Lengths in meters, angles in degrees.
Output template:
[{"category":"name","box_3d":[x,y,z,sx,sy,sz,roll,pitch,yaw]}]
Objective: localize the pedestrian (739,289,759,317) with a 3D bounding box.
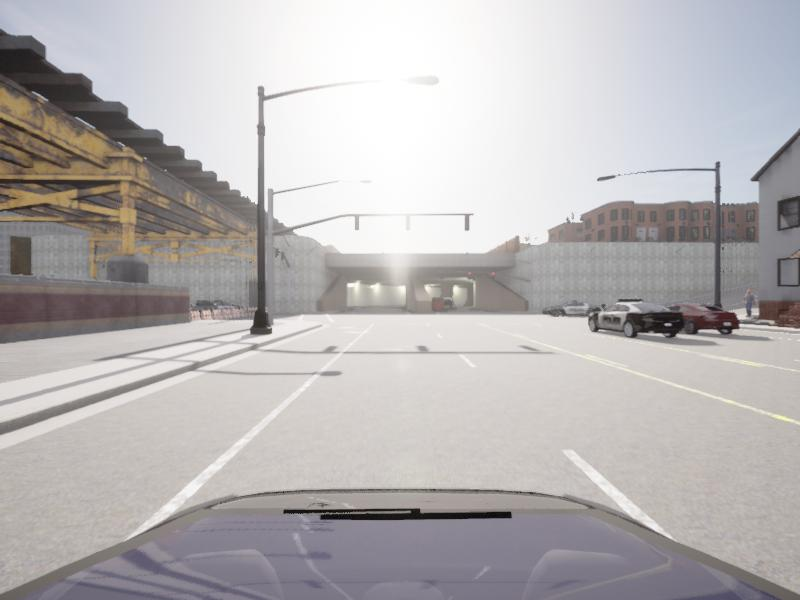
[{"category":"pedestrian","box_3d":[23.497,0.218,26.913,0.751,1.860,0.751,0,0,-18]}]

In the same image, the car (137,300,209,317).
[{"category":"car","box_3d":[-17.704,0.649,31.331,1.853,1.218,4.536,0,0,44]}]

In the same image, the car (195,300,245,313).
[{"category":"car","box_3d":[-18.494,0.652,41.297,1.853,1.218,4.536,0,0,29]}]

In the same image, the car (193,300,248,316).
[{"category":"car","box_3d":[-18.469,0.810,41.343,2.038,1.542,4.974,0,0,29]}]

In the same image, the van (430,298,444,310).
[{"category":"van","box_3d":[6.020,0.620,65.522,1.775,1.987,4.442,0,0,-1]}]

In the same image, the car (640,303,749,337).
[{"category":"car","box_3d":[14.116,0.876,19.612,1.812,1.442,4.674,0,0,-1]}]

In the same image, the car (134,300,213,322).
[{"category":"car","box_3d":[-17.668,0.807,31.368,2.038,1.542,4.974,0,0,44]}]

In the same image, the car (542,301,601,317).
[{"category":"car","box_3d":[16.541,0.854,38.811,4.974,1.542,2.038,0,0,10]}]

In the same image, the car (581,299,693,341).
[{"category":"car","box_3d":[10.504,0.777,18.363,1.930,1.638,5.238,0,0,-1]}]

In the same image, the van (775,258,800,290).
[{"category":"van","box_3d":[40.092,-2.975,38.413,5.915,2.561,1.988,-14,0,0]}]
